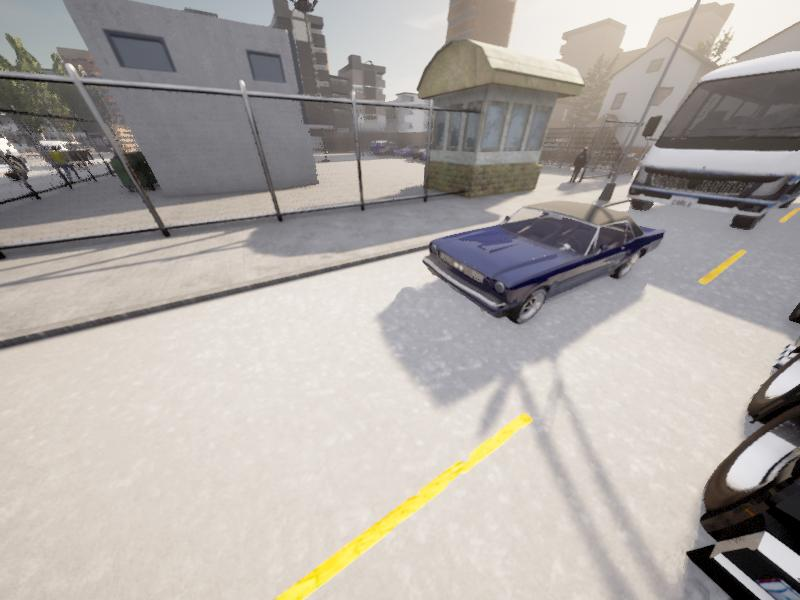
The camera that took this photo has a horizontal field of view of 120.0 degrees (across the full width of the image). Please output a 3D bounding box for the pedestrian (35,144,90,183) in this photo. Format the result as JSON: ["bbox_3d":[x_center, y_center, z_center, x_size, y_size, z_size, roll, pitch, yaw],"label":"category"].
[{"bbox_3d":[-19.063,-7.740,13.114,0.751,1.860,0.751,-13,37,-18],"label":"pedestrian"}]

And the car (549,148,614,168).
[{"bbox_3d":[19.340,-15.370,24.920,2.128,1.511,4.902,-18,39,-24],"label":"car"}]

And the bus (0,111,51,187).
[{"bbox_3d":[-23.638,-7.287,10.546,3.944,4.253,10.273,-19,38,-25],"label":"bus"}]

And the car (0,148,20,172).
[{"bbox_3d":[-32.802,-10.820,17.915,1.789,1.549,3.705,-18,39,-24],"label":"car"}]

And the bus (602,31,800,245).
[{"bbox_3d":[13.282,-5.550,8.367,10.273,4.253,3.944,-17,38,-24],"label":"bus"}]

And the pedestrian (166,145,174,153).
[{"bbox_3d":[-41.044,-26.931,41.179,0.500,1.100,0.500,-19,39,-25],"label":"pedestrian"}]

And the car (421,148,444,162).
[{"bbox_3d":[3.843,-17.228,27.391,2.207,1.379,1.481,-18,39,-24],"label":"car"}]

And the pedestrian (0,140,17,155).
[{"bbox_3d":[-56.721,-21.883,33.134,0.751,1.860,0.751,-12,37,-17],"label":"pedestrian"}]

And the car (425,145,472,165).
[{"bbox_3d":[5.436,-16.427,26.072,4.611,1.667,2.242,-18,39,-24],"label":"car"}]

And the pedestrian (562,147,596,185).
[{"bbox_3d":[10.387,-7.802,13.444,0.751,1.860,0.751,-23,41,-30],"label":"pedestrian"}]

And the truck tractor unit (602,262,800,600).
[{"bbox_3d":[5.104,-0.309,0.782,6.516,4.208,3.053,-19,39,-24],"label":"truck tractor unit"}]

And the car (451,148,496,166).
[{"bbox_3d":[7.657,-15.003,24.163,4.193,1.474,1.816,-18,39,-24],"label":"car"}]

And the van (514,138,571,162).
[{"bbox_3d":[19.185,-20.636,31.586,1.988,2.561,5.915,-19,39,-26],"label":"van"}]

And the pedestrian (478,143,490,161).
[{"bbox_3d":[10.549,-18.659,29.044,0.751,1.860,0.751,-11,36,-16],"label":"pedestrian"}]

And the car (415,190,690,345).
[{"bbox_3d":[2.811,-1.032,4.372,4.718,1.301,1.895,-17,38,-23],"label":"car"}]

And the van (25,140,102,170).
[{"bbox_3d":[-30.578,-13.433,21.270,2.069,2.038,4.480,-19,39,-25],"label":"van"}]

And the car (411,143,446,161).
[{"bbox_3d":[3.514,-18.717,29.162,3.866,1.878,1.905,-18,39,-24],"label":"car"}]

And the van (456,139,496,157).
[{"bbox_3d":[13.081,-26.652,40.278,2.351,2.431,6.366,-19,39,-25],"label":"van"}]

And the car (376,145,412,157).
[{"bbox_3d":[-0.931,-23.539,36.462,5.357,1.415,2.033,-18,39,-24],"label":"car"}]

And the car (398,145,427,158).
[{"bbox_3d":[1.762,-21.381,33.275,3.633,1.501,1.845,-18,39,-24],"label":"car"}]
